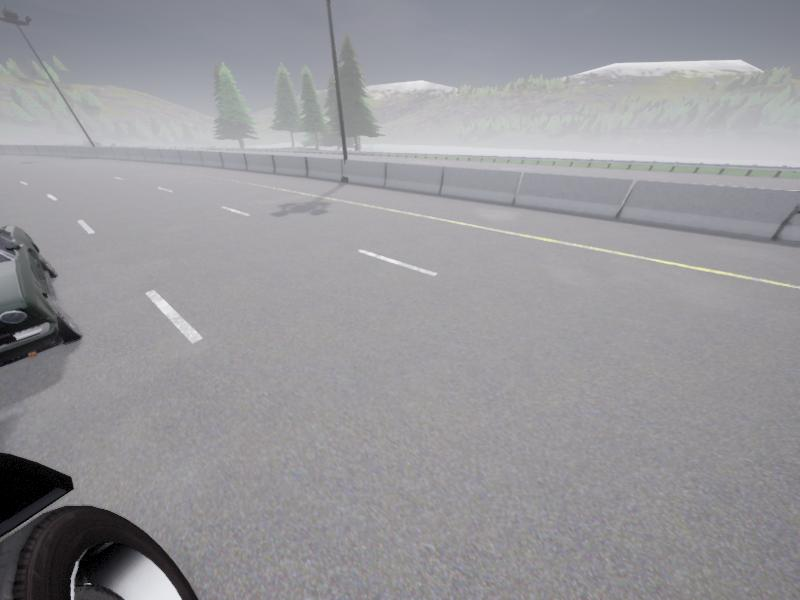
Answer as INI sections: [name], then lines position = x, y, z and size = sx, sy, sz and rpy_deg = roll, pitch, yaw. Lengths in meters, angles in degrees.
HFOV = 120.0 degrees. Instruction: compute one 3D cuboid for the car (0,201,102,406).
[car]
position = -6.143, -0.132, 2.948
size = 4.718, 1.301, 1.895
rpy_deg = 22, 41, 28
